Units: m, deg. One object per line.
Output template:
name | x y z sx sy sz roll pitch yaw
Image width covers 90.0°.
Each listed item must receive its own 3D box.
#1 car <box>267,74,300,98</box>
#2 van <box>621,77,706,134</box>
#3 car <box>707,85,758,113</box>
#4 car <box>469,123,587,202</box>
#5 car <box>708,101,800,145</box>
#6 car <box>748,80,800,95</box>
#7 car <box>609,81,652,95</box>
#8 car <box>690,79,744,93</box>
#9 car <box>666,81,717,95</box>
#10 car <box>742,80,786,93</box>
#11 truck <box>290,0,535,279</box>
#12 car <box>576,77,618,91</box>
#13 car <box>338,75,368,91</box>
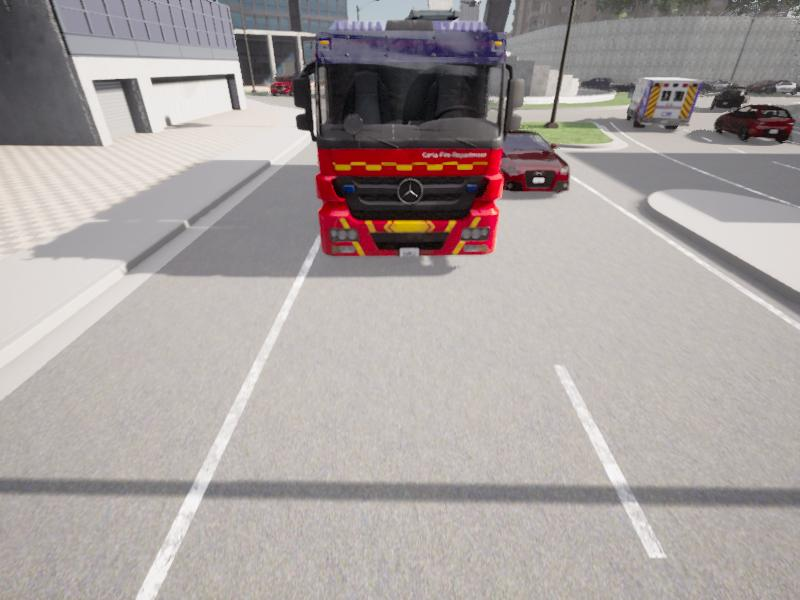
car | -12.972 -24.100 44.990 2.150 2.045 5.566 -1 31 -1
van | 14.821 -11.378 23.065 2.351 2.431 6.366 9 32 15
car | 26.558 -16.074 31.911 1.930 1.638 5.238 27 40 37
car | 3.483 -4.213 11.833 1.994 1.385 4.181 -1 30 -2
car | 17.076 -8.641 19.350 1.816 1.474 4.193 7 31 12
car | 47.033 -26.458 49.830 4.974 1.542 2.038 1 30 2
car | 29.360 -27.120 51.107 1.895 1.301 4.718 -7 31 -13
car | 41.959 -28.364 53.058 4.974 1.542 2.038 1 30 2
car | 36.870 -26.910 50.640 4.674 1.442 1.812 5 31 8
car | 48.039 -28.206 52.821 3.633 1.501 1.845 1 30 2
truck | 0.040 -4.141 9.266 2.891 3.827 8.468 -1 30 -1
car | 28.604 -31.444 58.150 2.033 1.649 4.856 -19 36 -30
car | -6.427 -29.770 54.856 1.905 1.878 3.866 19 35 29
